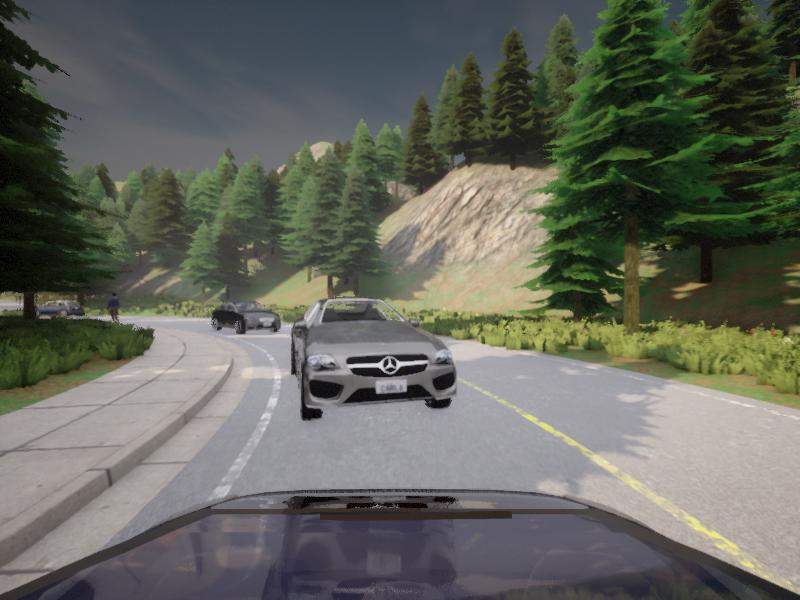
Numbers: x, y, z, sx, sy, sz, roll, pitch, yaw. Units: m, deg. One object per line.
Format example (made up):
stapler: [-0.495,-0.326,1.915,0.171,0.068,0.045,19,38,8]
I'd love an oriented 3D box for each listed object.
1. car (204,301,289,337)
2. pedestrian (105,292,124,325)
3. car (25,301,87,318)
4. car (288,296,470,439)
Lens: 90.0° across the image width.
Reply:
car: [-7.589,0.814,19.512,2.128,1.511,4.902,0,0,-44]
pedestrian: [-16.226,0.460,22.730,0.751,1.860,0.751,0,0,40]
car: [-30.604,0.815,35.648,3.806,1.475,1.970,0,0,1]
car: [-0.860,0.771,7.347,2.152,1.651,5.027,0,0,-18]
